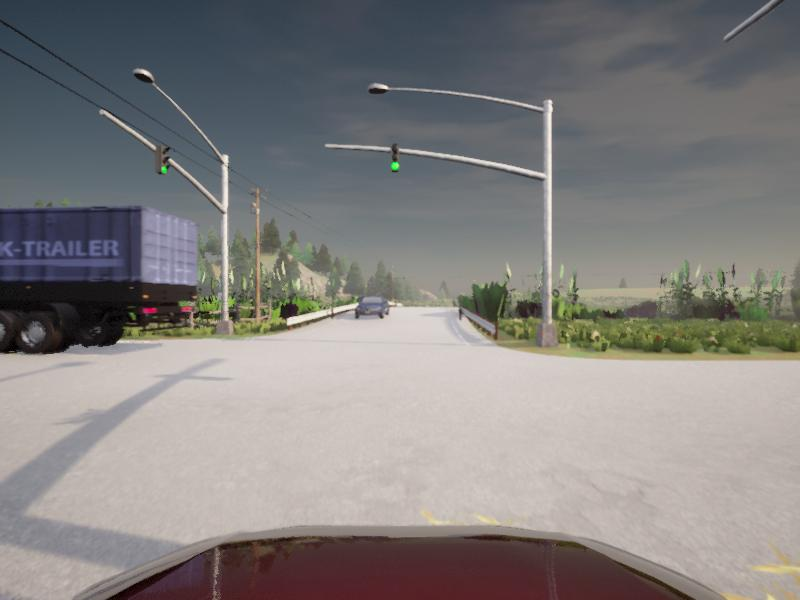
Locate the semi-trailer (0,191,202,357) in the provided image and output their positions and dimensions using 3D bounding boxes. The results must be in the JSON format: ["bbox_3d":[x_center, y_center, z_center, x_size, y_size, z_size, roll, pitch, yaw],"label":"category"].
[{"bbox_3d":[-13.820,-0.683,12.687,14.254,4.402,2.717,0,0,6],"label":"semi-trailer"}]

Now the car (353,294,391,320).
[{"bbox_3d":[-1.802,0.417,27.237,1.812,1.442,4.674,0,3,6],"label":"car"}]
